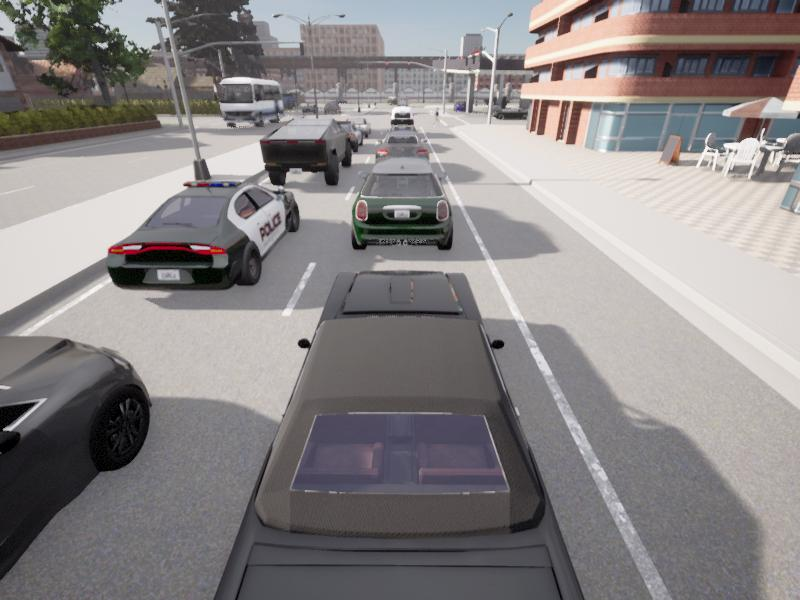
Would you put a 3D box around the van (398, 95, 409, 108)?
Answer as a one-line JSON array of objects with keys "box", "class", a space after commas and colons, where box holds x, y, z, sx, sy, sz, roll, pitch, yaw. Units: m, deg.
[{"box": [0.746, -45.464, 91.557, 2.351, 2.431, 6.366, 0, 27, 0], "class": "van"}]

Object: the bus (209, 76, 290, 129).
[{"box": [-14.562, -19.910, 40.309, 3.944, 4.253, 10.273, 0, 27, 0], "class": "bus"}]

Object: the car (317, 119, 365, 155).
[{"box": [-3.324, -9.750, 23.661, 2.038, 1.542, 4.974, 0, 27, 0], "class": "car"}]

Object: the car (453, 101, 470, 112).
[{"box": [10.248, -32.407, 66.951, 2.242, 1.667, 4.611, 0, 27, 1], "class": "car"}]

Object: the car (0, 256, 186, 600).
[{"box": [-3.506, 1.397, 2.013, 2.242, 1.667, 4.611, 0, 27, 0], "class": "car"}]

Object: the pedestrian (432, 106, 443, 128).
[{"box": [3.519, -17.376, 37.959, 0.751, 1.860, 0.751, 11, 29, 20], "class": "pedestrian"}]

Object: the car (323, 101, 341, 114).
[{"box": [-10.983, -31.142, 64.642, 2.097, 1.767, 4.553, 0, 27, 0], "class": "car"}]

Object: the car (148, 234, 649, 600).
[{"box": [0.007, 0.773, 3.624, 1.895, 1.301, 4.718, 0, 27, 0], "class": "car"}]

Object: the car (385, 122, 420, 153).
[{"box": [0.177, -9.811, 24.036, 1.895, 1.301, 4.718, 0, 27, 0], "class": "car"}]

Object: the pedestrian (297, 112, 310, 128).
[{"box": [-9.130, -17.074, 37.986, 0.751, 1.300, 0.751, 11, 29, 20], "class": "pedestrian"}]

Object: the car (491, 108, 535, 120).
[{"box": [13.818, -22.839, 49.161, 4.718, 1.301, 1.895, 0, 27, 0], "class": "car"}]

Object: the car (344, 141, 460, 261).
[{"box": [0.057, -2.624, 9.633, 2.097, 1.767, 4.553, 0, 27, 0], "class": "car"}]

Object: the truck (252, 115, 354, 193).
[{"box": [-3.392, -5.954, 15.725, 2.390, 2.098, 6.274, 0, 27, 0], "class": "truck"}]

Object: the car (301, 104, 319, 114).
[{"box": [-14.483, -30.925, 64.654, 1.994, 1.385, 4.181, 0, 27, 0], "class": "car"}]

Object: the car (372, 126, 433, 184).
[{"box": [0.114, -6.233, 16.781, 2.152, 1.651, 5.027, 0, 27, 0], "class": "car"}]

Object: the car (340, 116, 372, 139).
[{"box": [-3.267, -13.310, 30.784, 1.895, 1.301, 4.718, 0, 27, 0], "class": "car"}]

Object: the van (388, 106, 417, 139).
[{"box": [0.188, -13.686, 30.699, 2.069, 2.038, 4.480, 0, 27, 0], "class": "van"}]

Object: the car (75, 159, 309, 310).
[{"box": [-3.457, -1.674, 8.087, 2.038, 1.542, 4.974, 0, 27, 0], "class": "car"}]
